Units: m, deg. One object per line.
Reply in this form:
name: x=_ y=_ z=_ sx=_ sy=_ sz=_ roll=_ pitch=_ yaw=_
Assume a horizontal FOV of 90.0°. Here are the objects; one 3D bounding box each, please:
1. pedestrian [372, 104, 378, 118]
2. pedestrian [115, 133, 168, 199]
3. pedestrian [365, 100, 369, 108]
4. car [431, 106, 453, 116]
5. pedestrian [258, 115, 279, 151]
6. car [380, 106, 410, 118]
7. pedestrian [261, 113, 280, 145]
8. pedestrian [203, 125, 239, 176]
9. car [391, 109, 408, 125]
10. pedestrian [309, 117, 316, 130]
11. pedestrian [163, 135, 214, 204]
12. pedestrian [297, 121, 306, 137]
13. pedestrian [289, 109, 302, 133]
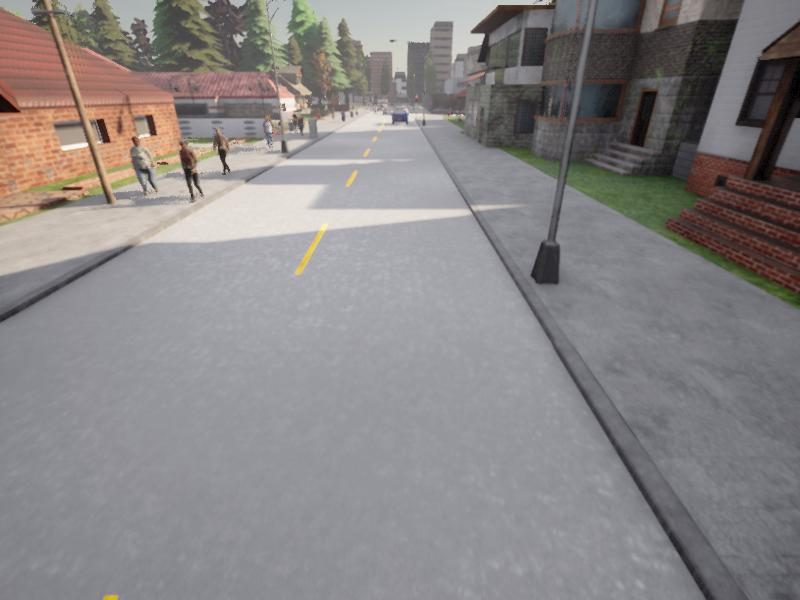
pedestrian: x=-3.714 y=-28.234 z=59.653 sx=0.751 sy=1.860 sz=0.751 roll=5 pitch=28 yaw=10
pedestrian: x=-8.049 y=-4.204 z=12.550 sx=0.751 sy=1.860 sz=0.751 roll=-4 pitch=27 yaw=-8
pedestrian: x=-8.030 y=-47.537 z=97.101 sx=0.751 sy=1.860 sz=0.751 roll=-9 pitch=28 yaw=-17
car: x=7.213 y=-32.581 z=68.960 sx=3.633 sy=1.501 sz=1.845 roll=0 pitch=27 yaw=0
pedestrian: x=-7.626 y=-9.725 z=23.322 sx=0.751 sy=1.860 sz=0.751 roll=-1 pitch=27 yaw=-2
car: x=-0.823 y=-31.625 z=67.153 sx=4.611 sy=1.667 sz=2.242 roll=-20 pitch=33 yaw=-34
pedestrian: x=-8.401 y=-11.123 z=26.052 sx=0.751 sy=1.860 sz=0.751 roll=-1 pitch=27 yaw=-3
pedestrian: x=-7.114 y=-5.966 z=15.985 sx=0.751 sy=1.860 sz=0.751 roll=0 pitch=27 yaw=-1
car: x=-0.004 y=-21.490 z=46.893 sx=1.882 sy=1.535 sz=5.008 roll=0 pitch=27 yaw=0
pedestrian: x=-8.245 y=-16.718 z=37.801 sx=0.500 sy=1.100 sz=0.500 roll=-3 pitch=27 yaw=-5
pedestrian: x=-6.260 y=-3.895 z=11.942 sx=0.751 sy=1.860 sz=0.751 roll=-2 pitch=27 yaw=-4
pedestrian: x=-7.668 y=-13.303 z=31.137 sx=0.500 sy=1.100 sz=0.500 roll=1 pitch=27 yaw=2
pedestrian: x=-8.869 y=-15.190 z=33.990 sx=0.751 sy=1.860 sz=0.751 roll=1 pitch=27 yaw=1
